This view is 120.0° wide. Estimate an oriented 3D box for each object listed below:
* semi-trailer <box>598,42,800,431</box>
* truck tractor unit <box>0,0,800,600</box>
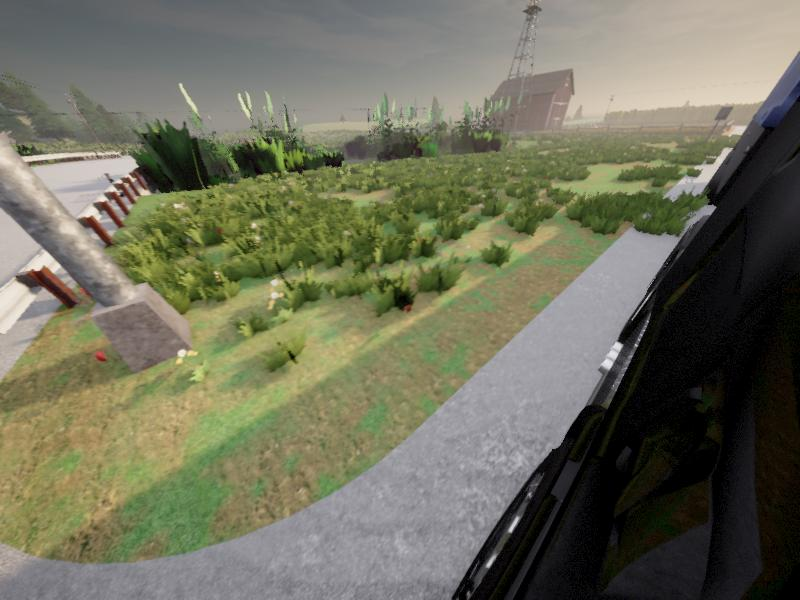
[{"bbox_3d":[8.691,-3.597,4.253,14.254,4.402,2.717,-28,44,-30],"label":"semi-trailer"},{"bbox_3d":[2.645,-0.295,0.351,6.516,4.208,3.053,-28,44,-30],"label":"truck tractor unit"}]
